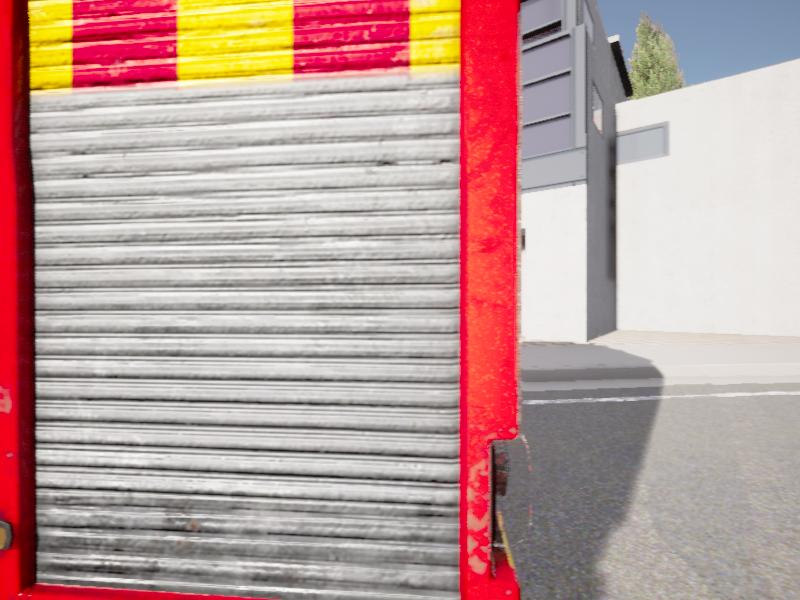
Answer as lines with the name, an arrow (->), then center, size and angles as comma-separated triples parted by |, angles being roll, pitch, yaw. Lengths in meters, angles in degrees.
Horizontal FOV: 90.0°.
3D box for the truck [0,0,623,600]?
truck -> -3.739, -0.915, 2.449 | 8.468, 3.827, 2.891 | 0, 0, 5
